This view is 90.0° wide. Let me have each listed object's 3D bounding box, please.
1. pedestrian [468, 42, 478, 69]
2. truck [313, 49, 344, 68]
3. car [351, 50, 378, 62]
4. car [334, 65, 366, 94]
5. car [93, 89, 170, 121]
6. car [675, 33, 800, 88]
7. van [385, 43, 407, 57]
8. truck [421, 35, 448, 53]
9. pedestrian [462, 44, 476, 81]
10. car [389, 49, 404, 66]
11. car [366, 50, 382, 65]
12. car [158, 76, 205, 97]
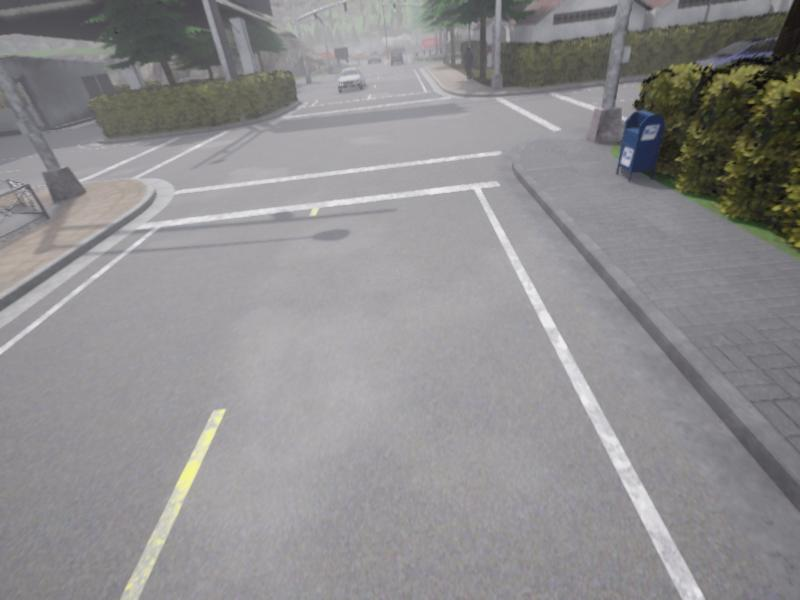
[{"bbox_3d":[6.257,-20.873,34.186,0.751,1.860,0.751,-5,33,4],"label":"pedestrian"},{"bbox_3d":[-13.912,-46.932,77.651,5.204,2.467,2.627,-5,33,3],"label":"truck"},{"bbox_3d":[-7.073,-49.073,80.434,5.008,1.535,1.882,-5,33,3],"label":"car"},{"bbox_3d":[-3.777,-17.177,31.063,1.812,1.442,4.674,-6,33,4],"label":"car"},{"bbox_3d":[-22.321,-16.275,33.415,4.611,1.667,2.242,-5,33,3],"label":"car"},{"bbox_3d":[14.491,-10.138,16.907,4.193,1.474,1.816,-5,33,3],"label":"car"},{"bbox_3d":[-0.825,-51.744,82.868,4.442,1.987,1.775,-5,33,3],"label":"van"},{"bbox_3d":[7.161,-52.666,82.264,5.204,2.467,2.627,-5,33,3],"label":"truck"},{"bbox_3d":[4.325,-14.889,25.111,0.751,1.860,0.751,-4,33,5],"label":"pedestrian"},{"bbox_3d":[-0.426,-32.613,53.703,1.789,1.549,3.705,-5,34,3],"label":"car"},{"bbox_3d":[-3.947,-37.353,61.602,2.038,1.542,4.974,-5,33,3],"label":"car"},{"bbox_3d":[-27.564,-27.019,50.581,4.553,1.767,2.097,-5,33,4],"label":"car"}]
